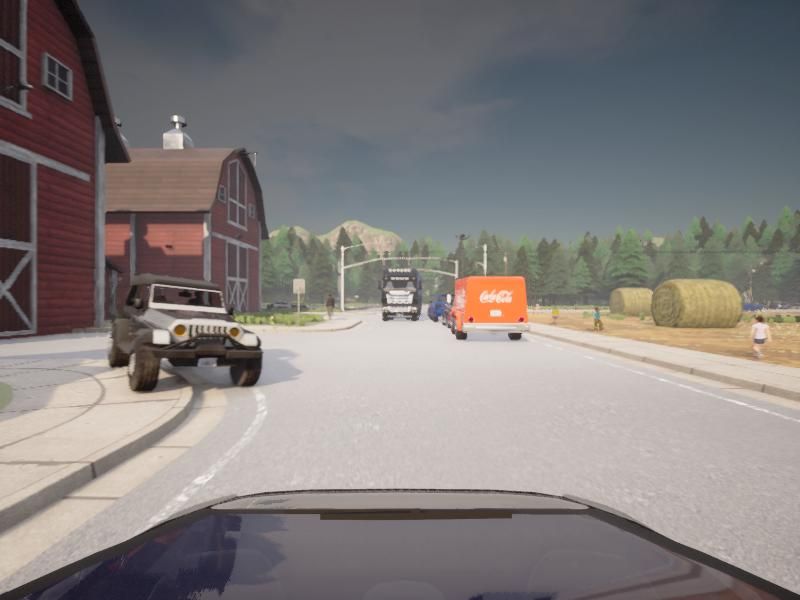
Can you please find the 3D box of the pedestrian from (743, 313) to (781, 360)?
[{"bbox_3d":[8.792,0.873,9.740,0.500,1.100,0.500,0,0,11],"label":"pedestrian"}]

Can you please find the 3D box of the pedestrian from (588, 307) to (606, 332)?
[{"bbox_3d":[8.933,0.879,18.143,0.500,1.100,0.500,0,0,-12],"label":"pedestrian"}]

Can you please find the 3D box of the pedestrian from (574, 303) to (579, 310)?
[{"bbox_3d":[26.758,0.939,60.509,0.500,1.100,0.500,0,0,-2],"label":"pedestrian"}]

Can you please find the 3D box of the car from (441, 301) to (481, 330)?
[{"bbox_3d":[3.490,0.833,23.554,1.789,1.549,3.705,0,0,0],"label":"car"}]

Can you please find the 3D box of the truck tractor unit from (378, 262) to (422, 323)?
[{"bbox_3d":[-0.002,-0.499,30.853,3.053,4.208,6.516,0,0,0],"label":"truck tractor unit"}]

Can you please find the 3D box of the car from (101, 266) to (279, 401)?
[{"bbox_3d":[-4.167,0.494,7.613,1.905,1.878,3.866,8,-3,-42],"label":"car"}]

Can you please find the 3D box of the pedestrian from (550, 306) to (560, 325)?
[{"bbox_3d":[8.930,0.883,23.062,0.500,1.100,0.500,0,0,14],"label":"pedestrian"}]

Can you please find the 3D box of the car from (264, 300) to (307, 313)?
[{"bbox_3d":[-15.349,0.839,53.904,5.238,1.638,1.930,0,0,1],"label":"car"}]

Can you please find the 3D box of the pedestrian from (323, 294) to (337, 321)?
[{"bbox_3d":[-4.963,0.507,28.447,0.751,1.860,0.751,0,0,-30],"label":"pedestrian"}]

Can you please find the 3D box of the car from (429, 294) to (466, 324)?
[{"bbox_3d":[3.481,0.592,30.187,2.150,2.045,5.566,0,0,0],"label":"car"}]

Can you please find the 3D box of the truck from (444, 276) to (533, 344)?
[{"bbox_3d":[3.494,0.369,17.044,2.627,2.467,5.204,0,0,0],"label":"truck"}]

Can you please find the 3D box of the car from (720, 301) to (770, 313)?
[{"bbox_3d":[45.528,0.891,52.826,5.008,1.535,1.882,0,0,1],"label":"car"}]

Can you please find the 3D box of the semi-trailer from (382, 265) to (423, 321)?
[{"bbox_3d":[0.560,-0.591,38.740,2.717,4.402,14.254,0,0,5],"label":"semi-trailer"}]
